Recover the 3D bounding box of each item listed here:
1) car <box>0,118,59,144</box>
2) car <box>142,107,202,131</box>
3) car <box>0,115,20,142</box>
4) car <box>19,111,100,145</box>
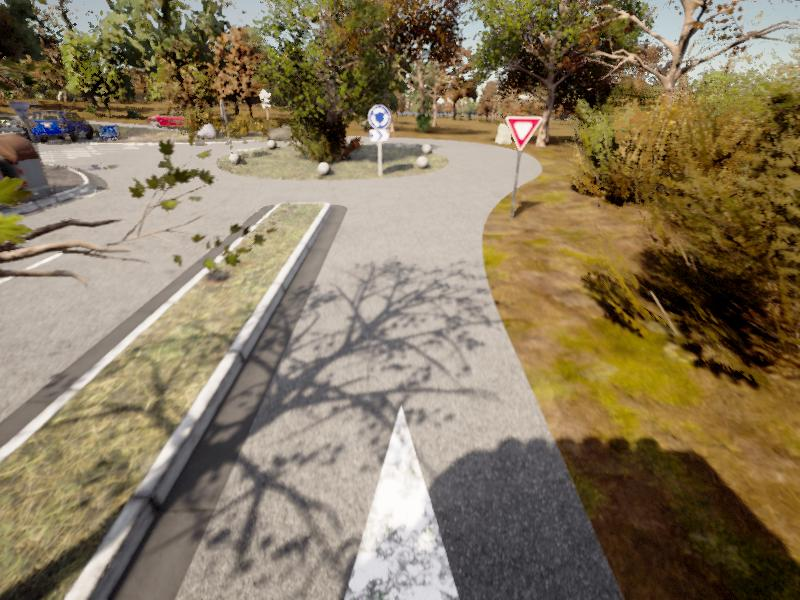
[{"bbox_3d":[-27.382,-12.354,29.109,2.231,1.521,4.892,-8,26,-18],"label":"car"},{"bbox_3d":[-19.732,-15.746,34.784,3.988,1.617,1.851,4,26,0],"label":"car"},{"bbox_3d":[-30.397,-12.477,29.055,2.185,1.767,4.553,-8,26,-17],"label":"car"},{"bbox_3d":[-24.378,-12.565,28.986,2.435,2.045,5.566,-8,26,-17],"label":"car"}]
